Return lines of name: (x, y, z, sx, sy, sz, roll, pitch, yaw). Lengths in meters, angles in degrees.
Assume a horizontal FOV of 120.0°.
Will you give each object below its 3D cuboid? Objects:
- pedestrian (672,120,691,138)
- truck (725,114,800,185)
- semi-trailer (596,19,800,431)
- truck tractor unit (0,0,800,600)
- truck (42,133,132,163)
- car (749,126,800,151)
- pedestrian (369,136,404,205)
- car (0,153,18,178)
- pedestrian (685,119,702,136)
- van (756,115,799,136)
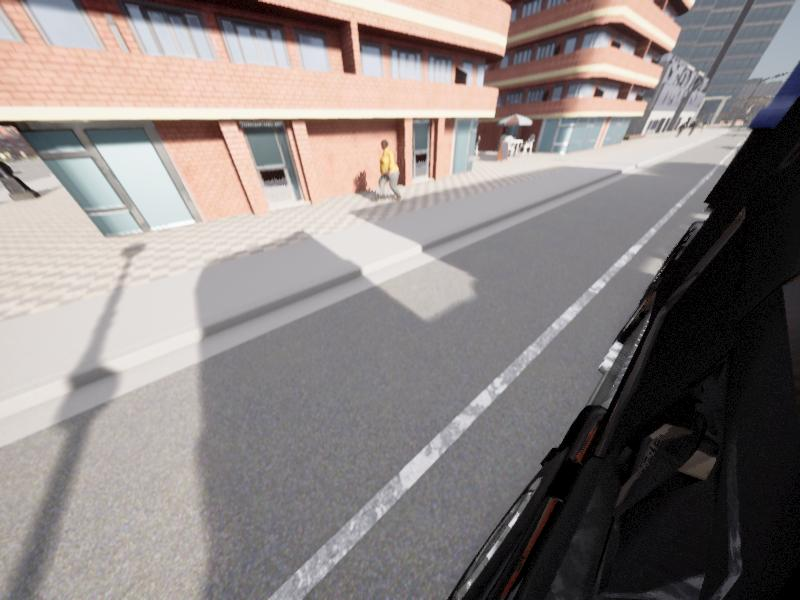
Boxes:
pedestrian: (35.789, -21.709, 29.368, 0.751, 1.860, 0.751, -25, 42, -28)
truck: (16.782, -6.532, 9.868, 6.274, 2.098, 2.390, -26, 42, -30)
semi-trailer: (8.829, -3.472, 4.168, 14.254, 4.402, 2.717, -26, 42, -29)
truck tractor unit: (2.645, -0.295, 0.352, 6.516, 4.208, 3.053, -28, 44, -30)
truck: (-55.749, -27.503, 41.656, 8.468, 3.827, 2.891, -25, 41, -27)
car: (29.802, -12.787, 18.223, 4.181, 1.385, 1.994, -27, 42, -29)
pedestrian: (-0.399, -4.235, 7.618, 0.751, 1.860, 0.751, -23, 41, -26)
car: (-41.150, -13.169, 22.604, 2.150, 2.045, 5.566, -29, 44, -31)
pedestrian: (40.372, -23.673, 31.789, 0.751, 1.860, 0.751, 29, 46, 36)
van: (49.332, -22.885, 30.297, 4.480, 2.038, 2.069, -27, 43, -30)
